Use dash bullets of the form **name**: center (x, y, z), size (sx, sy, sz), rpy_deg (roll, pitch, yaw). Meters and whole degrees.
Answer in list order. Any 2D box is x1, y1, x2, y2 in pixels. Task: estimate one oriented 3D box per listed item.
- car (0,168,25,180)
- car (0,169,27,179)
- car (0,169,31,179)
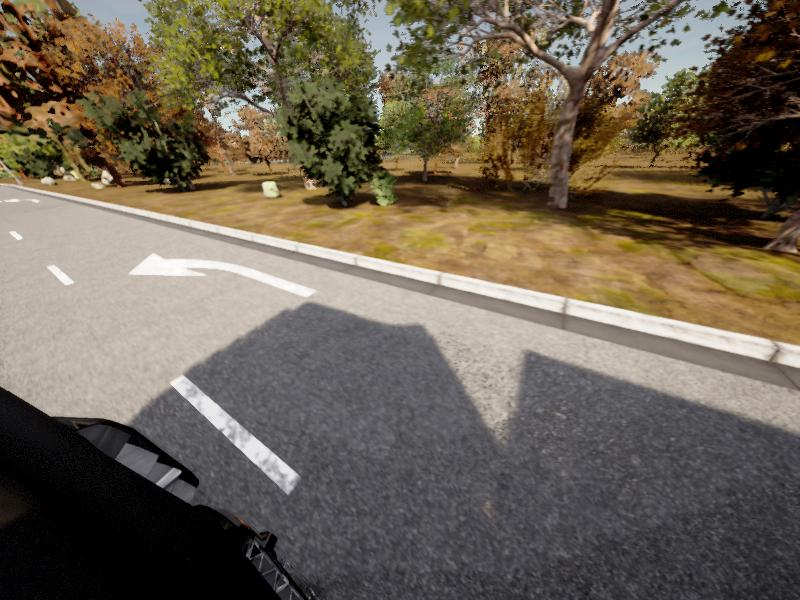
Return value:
- **car**: center (-85.683, -27.175, 49.745), size (1.878, 1.987, 4.442), rpy_deg (7, 34, 15)
- **car**: center (-88.055, -28.005, 51.377), size (2.185, 1.767, 4.553), rpy_deg (7, 34, 15)
- **car**: center (-90.370, -28.897, 53.140), size (1.946, 1.575, 5.366), rpy_deg (7, 34, 15)
